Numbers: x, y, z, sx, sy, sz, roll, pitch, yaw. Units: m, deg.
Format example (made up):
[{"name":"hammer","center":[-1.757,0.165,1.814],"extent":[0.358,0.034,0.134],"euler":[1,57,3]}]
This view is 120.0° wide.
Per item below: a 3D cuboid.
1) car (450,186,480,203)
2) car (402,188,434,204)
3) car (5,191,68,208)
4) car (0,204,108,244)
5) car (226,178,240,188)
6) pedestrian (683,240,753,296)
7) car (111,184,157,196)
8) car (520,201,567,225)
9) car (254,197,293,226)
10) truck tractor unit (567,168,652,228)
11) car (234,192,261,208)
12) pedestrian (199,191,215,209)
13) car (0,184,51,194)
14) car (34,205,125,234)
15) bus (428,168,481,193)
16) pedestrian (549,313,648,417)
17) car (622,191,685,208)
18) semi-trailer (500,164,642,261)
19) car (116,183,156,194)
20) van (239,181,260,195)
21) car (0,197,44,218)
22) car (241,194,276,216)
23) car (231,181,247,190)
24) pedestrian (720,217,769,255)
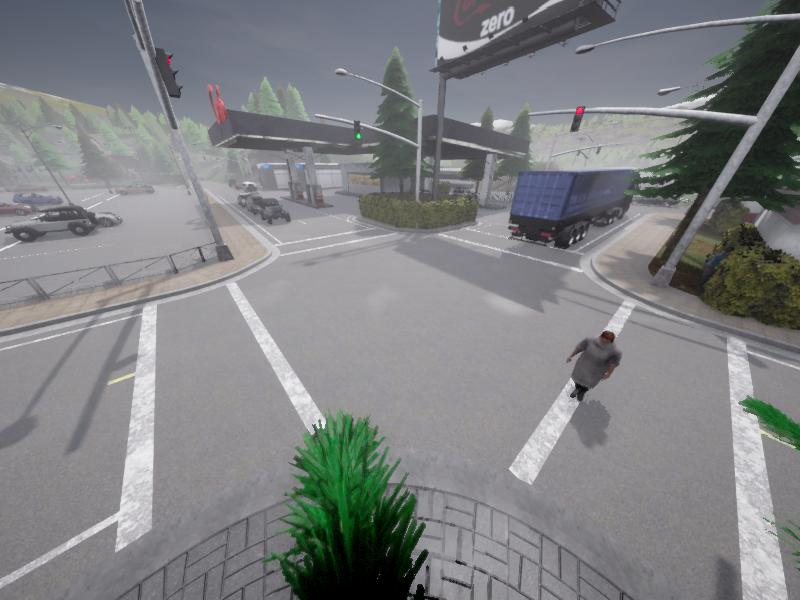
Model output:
[{"name":"car","center":[9.747,-16.005,34.849],"extent":[1.905,1.878,3.866],"euler":[-23,37,-34]},{"name":"car","center":[2.620,-15.713,34.677],"extent":[2.242,1.667,4.611],"euler":[-23,37,-34]},{"name":"car","center":[-45.788,-12.777,29.270],"extent":[3.633,1.501,1.845],"euler":[-23,37,-34]},{"name":"car","center":[-23.841,-5.383,15.979],"extent":[3.866,1.878,1.905],"euler":[-23,37,-34]},{"name":"car","center":[-41.997,-29.387,58.026],"extent":[1.905,1.878,3.866],"euler":[-22,37,-33]},{"name":"pedestrian","center":[11.973,-1.205,8.763],"extent":[0.751,1.860,0.751],"euler":[-16,34,-25]},{"name":"car","center":[-47.482,-19.774,41.410],"extent":[5.027,1.636,2.152],"euler":[-23,37,-34]},{"name":"car","center":[13.323,-8.082,21.356],"extent":[4.674,1.442,1.812],"euler":[-22,36,-34]},{"name":"car","center":[-11.869,-8.361,21.588],"extent":[1.905,1.878,3.866],"euler":[-22,37,-33]},{"name":"truck tractor unit","center":[18.458,-9.217,20.387],"extent":[6.516,4.208,3.053],"euler":[-22,36,-33]},{"name":"car","center":[-19.994,-13.111,30.230],"extent":[1.970,1.475,3.806],"euler":[-22,37,-33]},{"name":"pedestrian","center":[-22.551,-11.672,26.999],"extent":[0.751,1.860,0.751],"euler":[-23,37,-34]},{"name":"car","center":[-73.911,-22.056,45.722],"extent":[4.792,1.488,2.163],"euler":[-23,37,-34]},{"name":"car","center":[-25.501,-6.610,18.671],"extent":[3.806,1.475,1.970],"euler":[-23,37,-34]},{"name":"bus","center":[10.994,-25.088,48.200],"extent":[3.944,4.253,10.273],"euler":[-22,37,-33]},{"name":"pedestrian","center":[3.909,1.318,4.684],"extent":[0.751,1.860,0.751],"euler":[-18,35,-29]},{"name":"car","center":[32.078,-12.845,29.486],"extent":[4.902,1.511,2.128],"euler":[19,35,30]},{"name":"semi-trailer","center":[12.373,-6.780,15.931],"extent":[14.254,4.402,2.717],"euler":[-23,37,-34]},{"name":"car","center":[-49.532,-20.953,43.472],"extent":[4.514,1.523,2.007],"euler":[-23,37,-34]},{"name":"van","center":[-28.546,-21.294,43.846],"extent":[2.069,2.038,4.480],"euler":[-22,37,-33]},{"name":"car","center":[-39.420,-8.945,22.590],"extent":[4.514,1.523,2.007],"euler":[-23,37,-34]},{"name":"car","center":[-15.972,-10.737,25.967],"extent":[2.033,1.649,4.856],"euler":[-22,37,-33]},{"name":"car","center":[-36.340,-25.803,52.163],"extent":[2.007,1.525,4.514],"euler":[-22,37,-33]},{"name":"pedestrian","center":[19.335,-3.604,13.028],"extent":[0.751,1.860,0.751],"euler":[25,38,36]}]
